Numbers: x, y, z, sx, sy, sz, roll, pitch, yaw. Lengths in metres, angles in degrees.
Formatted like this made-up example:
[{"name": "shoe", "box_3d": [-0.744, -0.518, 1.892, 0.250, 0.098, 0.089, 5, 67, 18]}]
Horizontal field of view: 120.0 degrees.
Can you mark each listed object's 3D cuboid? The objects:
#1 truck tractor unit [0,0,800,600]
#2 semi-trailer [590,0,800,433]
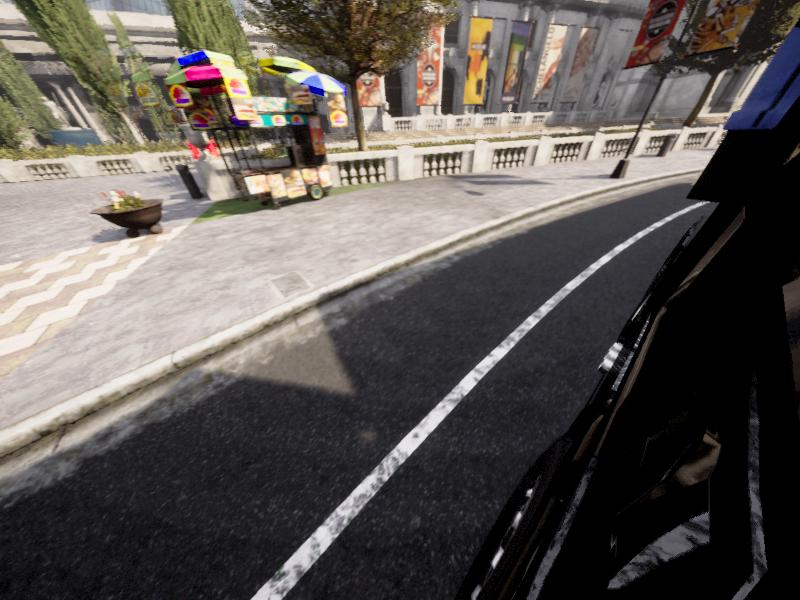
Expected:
[{"name": "truck tractor unit", "box_3d": [2.645, -0.295, 0.351, 6.516, 4.208, 3.053, -28, 44, -30]}, {"name": "semi-trailer", "box_3d": [9.270, -3.131, 3.579, 14.254, 4.402, 2.717, -21, 40, -23]}]
